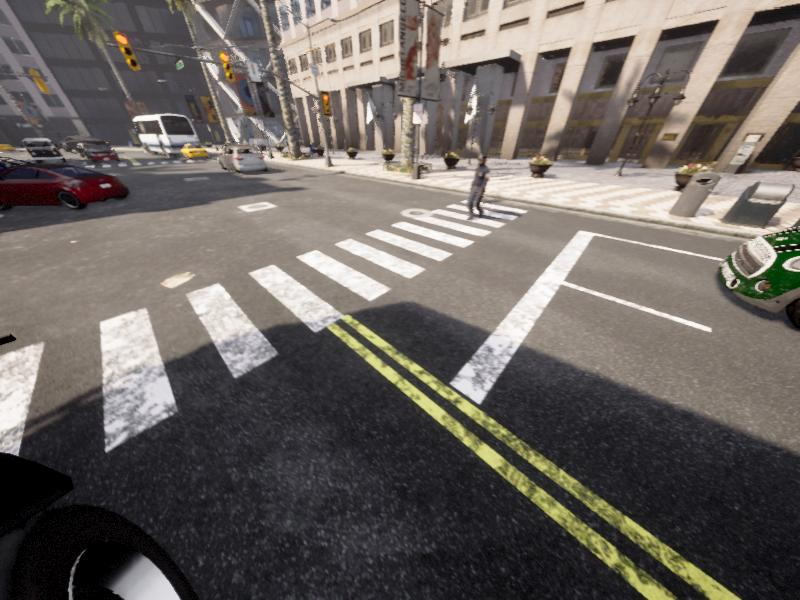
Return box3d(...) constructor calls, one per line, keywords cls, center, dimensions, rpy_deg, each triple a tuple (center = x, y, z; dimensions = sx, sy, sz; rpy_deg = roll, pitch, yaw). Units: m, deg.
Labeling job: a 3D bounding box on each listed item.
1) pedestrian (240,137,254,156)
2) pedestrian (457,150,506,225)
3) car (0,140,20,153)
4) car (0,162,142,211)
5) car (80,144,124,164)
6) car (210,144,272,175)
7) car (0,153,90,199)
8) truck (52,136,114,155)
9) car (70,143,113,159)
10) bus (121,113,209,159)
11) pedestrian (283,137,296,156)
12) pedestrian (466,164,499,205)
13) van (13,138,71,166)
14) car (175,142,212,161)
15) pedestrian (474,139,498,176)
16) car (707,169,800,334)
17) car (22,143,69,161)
box3d(cls="pedestrian", center=(-18.884, -18.938, 28.481), dimensions=(0.751, 1.860, 0.751), rpy_deg=(-22, 41, -28))
box3d(cls="pedestrian", center=(2.381, -3.359, 6.919), dimensions=(0.751, 1.860, 0.751), rpy_deg=(-25, 42, -31))
box3d(cls="car", center=(-63.678, -23.870, 35.970), dimensions=(5.366, 1.575, 1.801), rpy_deg=(2, 36, 3))
box3d(cls="car", center=(-13.362, -4.394, 8.846), dimensions=(4.181, 1.385, 1.994), rpy_deg=(-1, 36, -1))
box3d(cls="car", center=(-30.530, -15.029, 23.652), dimensions=(4.792, 1.488, 2.163), rpy_deg=(27, 43, 32))
box3d(cls="car", center=(-11.956, -10.659, 17.356), dimensions=(4.611, 1.667, 2.242), rpy_deg=(29, 45, 34))
box3d(cls="car", center=(-17.922, -5.793, 10.670), dimensions=(1.845, 1.501, 3.633), rpy_deg=(5, 36, 7))
box3d(cls="truck", center=(-46.287, -22.623, 33.763), dimensions=(6.274, 2.098, 2.390), rpy_deg=(9, 36, 12))
box3d(cls="car", center=(-37.013, -17.937, 27.730), dimensions=(3.806, 1.475, 1.970), rpy_deg=(19, 40, 24))
box3d(cls="bus", center=(-30.250, -21.129, 29.810), dimensions=(10.273, 4.253, 3.944), rpy_deg=(21, 40, 26))
box3d(cls="pedestrian", center=(-13.708, -19.011, 28.577), dimensions=(0.751, 1.860, 0.751), rpy_deg=(28, 44, 33))
box3d(cls="pedestrian", center=(3.188, -4.503, 9.000), dimensions=(0.751, 1.300, 0.751), rpy_deg=(22, 41, 28))
box3d(cls="van", center=(-33.811, -14.186, 21.999), dimensions=(4.480, 2.038, 2.069), rpy_deg=(26, 43, 32))
box3d(cls="car", center=(-23.388, -16.874, 26.140), dimensions=(5.366, 1.575, 1.801), rpy_deg=(29, 45, 34))
box3d(cls="pedestrian", center=(5.253, -8.771, 14.228), dimensions=(0.751, 1.860, 0.751), rpy_deg=(29, 45, 35))
box3d(cls="car", center=(7.337, -0.078, 2.419), dimensions=(4.553, 1.767, 2.097), rpy_deg=(29, 45, 34))
box3d(cls="car", center=(-39.062, -16.347, 25.461), dimensions=(3.633, 1.501, 1.845), rpy_deg=(18, 39, 24))
